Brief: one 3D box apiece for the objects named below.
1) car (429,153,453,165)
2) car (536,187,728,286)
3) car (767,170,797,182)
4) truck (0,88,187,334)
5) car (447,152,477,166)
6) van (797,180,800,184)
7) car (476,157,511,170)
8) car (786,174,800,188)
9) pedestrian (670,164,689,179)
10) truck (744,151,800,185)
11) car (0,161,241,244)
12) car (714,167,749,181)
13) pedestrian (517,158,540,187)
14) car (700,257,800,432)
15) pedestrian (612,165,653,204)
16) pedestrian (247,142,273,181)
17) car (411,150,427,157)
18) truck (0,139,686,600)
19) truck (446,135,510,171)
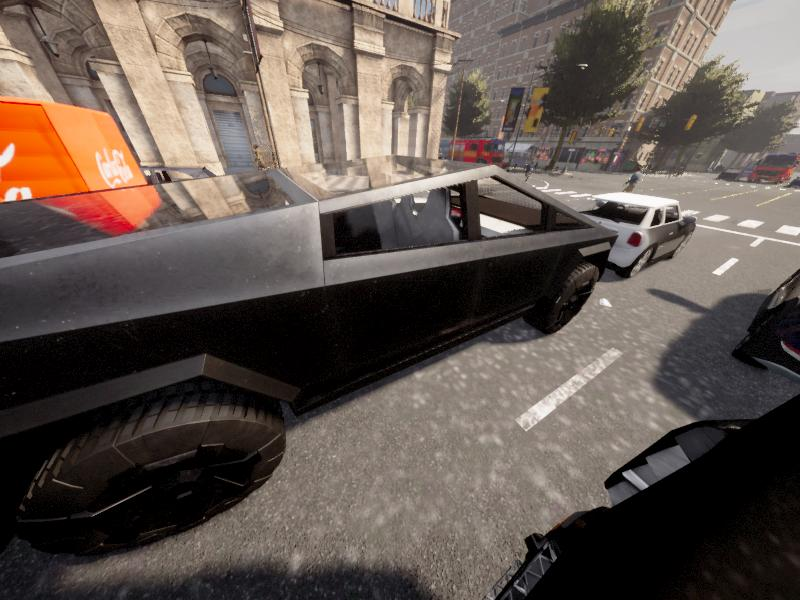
[{"bbox_3d":[6.835,-23.906,39.143,1.970,1.475,3.806,-16,38,-26],"label":"car"},{"bbox_3d":[5.756,-1.852,5.846,3.806,1.475,1.970,-16,38,-26],"label":"car"},{"bbox_3d":[67.488,-21.934,40.776,5.366,1.575,1.801,-16,38,-26],"label":"car"},{"bbox_3d":[-6.563,-0.983,2.683,5.204,2.467,2.627,-16,38,-26],"label":"truck"},{"bbox_3d":[10.544,-24.230,39.630,2.097,1.767,4.553,-16,38,-26],"label":"car"},{"bbox_3d":[66.661,-19.802,36.728,6.366,2.431,2.351,-16,38,-26],"label":"van"},{"bbox_3d":[13.992,-20.585,34.858,1.895,1.301,4.718,-16,38,-26],"label":"car"},{"bbox_3d":[51.971,-15.134,29.520,4.181,1.385,1.994,-16,38,-26],"label":"car"},{"bbox_3d":[38.810,-17.844,32.095,0.751,1.860,0.751,-15,38,-25],"label":"pedestrian"},{"bbox_3d":[54.914,-19.235,33.703,8.468,3.827,2.891,-16,38,-26],"label":"truck"},{"bbox_3d":[-6.687,-2.797,6.259,3.633,1.501,1.845,-16,38,-26],"label":"car"},{"bbox_3d":[51.942,-19.724,36.184,5.238,1.638,1.930,-17,38,-27],"label":"car"},{"bbox_3d":[9.730,-9.659,17.519,0.751,1.860,0.751,-19,39,-29],"label":"pedestrian"},{"bbox_3d":[6.275,0.179,2.691,4.856,1.649,2.033,-16,38,-26],"label":"car"},{"bbox_3d":[12.987,-6.467,12.965,0.751,1.860,0.751,-18,39,-28],"label":"pedestrian"},{"bbox_3d":[-7.964,-7.893,13.217,0.751,1.860,0.751,-11,36,-21],"label":"pedestrian"},{"bbox_3d":[5.457,-41.887,66.069,2.038,1.542,4.974,-16,38,-26],"label":"car"},{"bbox_3d":[-0.123,-0.414,2.663,6.274,2.098,2.390,-16,38,-26],"label":"truck"},{"bbox_3d":[10.716,-21.072,33.049,2.891,3.827,8.468,-16,38,-26],"label":"truck"}]
